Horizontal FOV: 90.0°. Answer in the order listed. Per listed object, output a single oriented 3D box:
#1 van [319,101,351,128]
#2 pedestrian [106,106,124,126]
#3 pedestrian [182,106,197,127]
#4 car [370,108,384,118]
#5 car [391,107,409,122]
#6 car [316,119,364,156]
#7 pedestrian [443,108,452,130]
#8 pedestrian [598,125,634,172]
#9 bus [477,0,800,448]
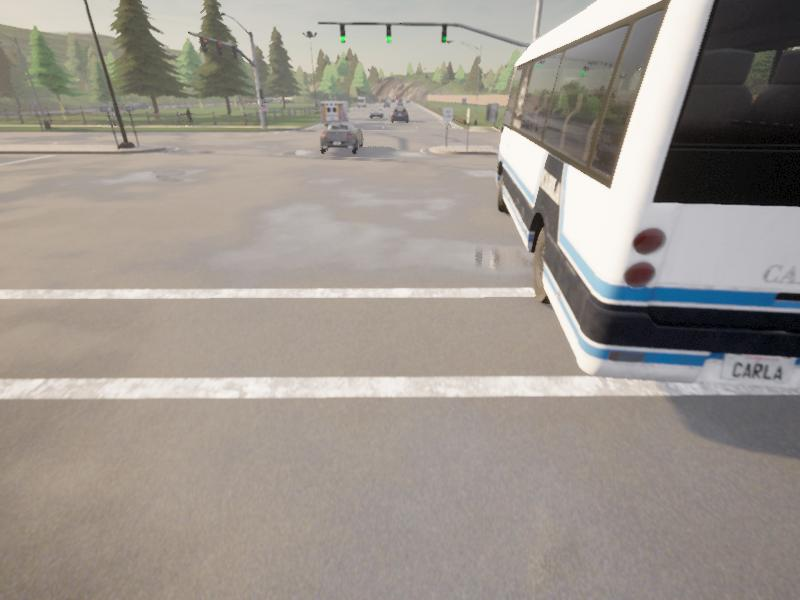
[{"bbox_3d":[-6.988,-20.285,43.644,2.351,2.431,6.366,0,27,0],"label":"van"},{"bbox_3d":[-29.593,-19.109,41.565,0.751,1.860,0.751,2,27,4],"label":"pedestrian"},{"bbox_3d":[-21.543,-18.773,40.914,0.751,1.860,0.751,2,27,3],"label":"pedestrian"},{"bbox_3d":[-3.485,-28.564,61.072,1.895,1.301,4.718,0,27,0],"label":"car"},{"bbox_3d":[0.012,-24.193,52.122,2.242,1.667,4.611,0,27,0],"label":"car"},{"bbox_3d":[-3.498,-10.001,24.429,2.152,1.651,5.027,0,27,0],"label":"car"},{"bbox_3d":[4.685,-17.861,39.484,0.751,1.860,0.751,2,27,3],"label":"pedestrian"},{"bbox_3d":[9.426,-6.617,17.506,0.751,1.860,0.751,0,27,0],"label":"pedestrian"},{"bbox_3d":[3.868,-2.815,7.502,3.944,4.253,10.273,3,27,6],"label":"bus"}]
